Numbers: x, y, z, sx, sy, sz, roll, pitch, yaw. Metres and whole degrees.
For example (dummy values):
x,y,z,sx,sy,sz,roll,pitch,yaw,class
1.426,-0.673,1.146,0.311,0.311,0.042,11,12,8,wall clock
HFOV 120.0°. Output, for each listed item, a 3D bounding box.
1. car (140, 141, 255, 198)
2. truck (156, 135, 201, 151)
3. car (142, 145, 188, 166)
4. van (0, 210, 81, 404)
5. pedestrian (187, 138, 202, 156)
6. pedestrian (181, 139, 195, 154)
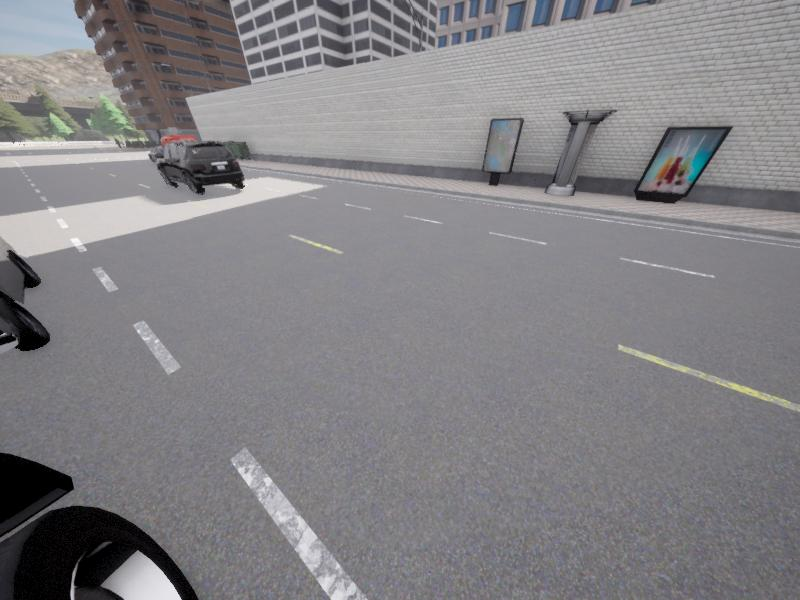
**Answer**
x,y,z,sx,sy,sz,roll,pitch,yaw,class
-10.280,-6.809,11.736,5.566,2.045,2.150,22,41,28,car
-42.549,-30.257,44.527,2.627,2.467,5.204,22,41,28,truck
-23.036,-14.215,22.657,4.193,1.474,1.816,22,41,28,car
-6.150,-0.295,2.547,4.480,2.038,2.069,22,41,30,van
-26.306,-19.549,29.567,0.751,1.860,0.751,-25,42,-31,pedestrian
-32.004,-23.242,34.867,0.751,1.860,0.751,18,39,23,pedestrian
